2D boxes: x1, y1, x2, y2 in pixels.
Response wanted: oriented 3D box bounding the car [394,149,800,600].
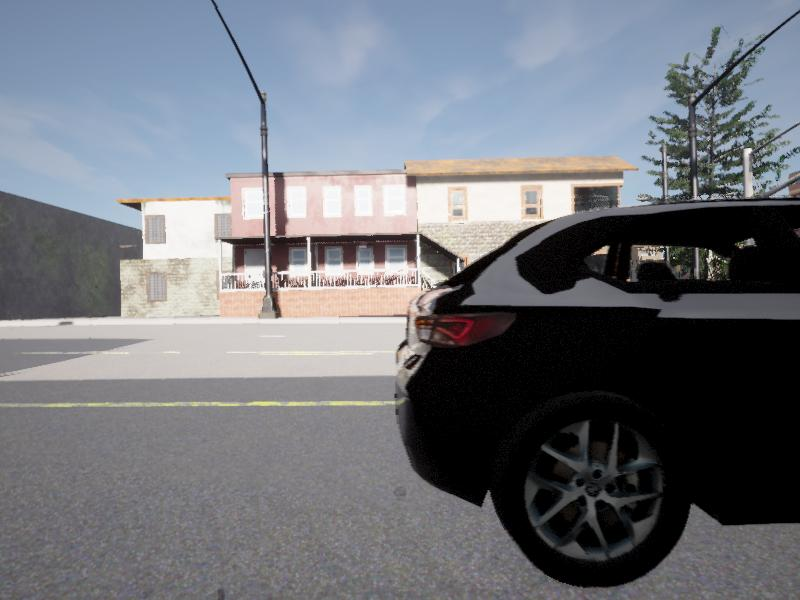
[{"bbox_3d":[2.071,0.253,2.228,4.193,1.474,1.816,0,0,-1],"label":"car"}]
